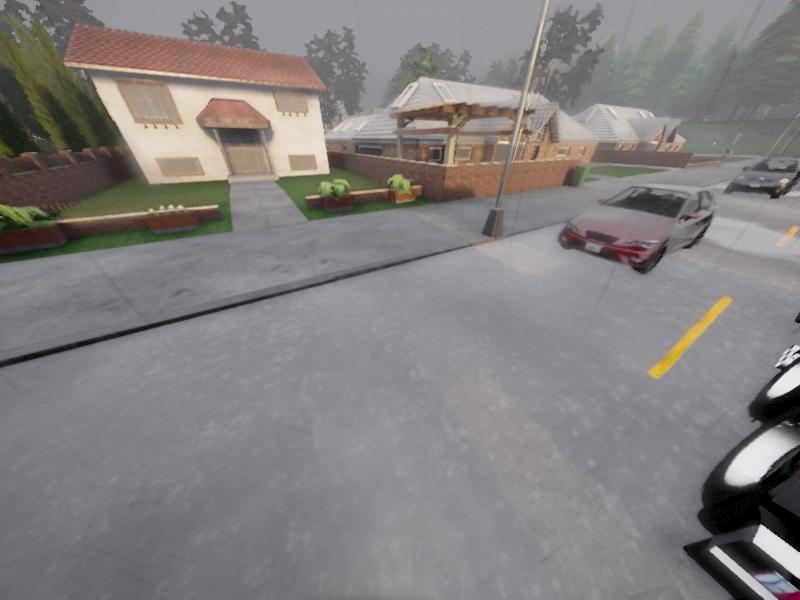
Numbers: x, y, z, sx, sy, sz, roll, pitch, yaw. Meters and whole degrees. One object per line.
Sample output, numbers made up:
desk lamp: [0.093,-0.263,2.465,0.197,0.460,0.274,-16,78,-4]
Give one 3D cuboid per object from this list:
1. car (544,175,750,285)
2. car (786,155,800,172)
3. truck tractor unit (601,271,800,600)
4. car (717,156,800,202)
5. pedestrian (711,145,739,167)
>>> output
car: [5.846,-1.936,5.540,4.193,1.474,1.816,-18,39,-25]
car: [38.879,-12.919,21.416,4.611,1.667,2.242,-18,39,-25]
truck tractor unit: [5.120,-0.293,0.762,6.516,4.208,3.053,-18,39,-23]
car: [18.534,-6.171,11.612,3.988,1.617,1.851,-18,39,-24]
pedestrian: [32.189,-14.248,22.880,0.751,1.860,0.751,-22,41,-29]
